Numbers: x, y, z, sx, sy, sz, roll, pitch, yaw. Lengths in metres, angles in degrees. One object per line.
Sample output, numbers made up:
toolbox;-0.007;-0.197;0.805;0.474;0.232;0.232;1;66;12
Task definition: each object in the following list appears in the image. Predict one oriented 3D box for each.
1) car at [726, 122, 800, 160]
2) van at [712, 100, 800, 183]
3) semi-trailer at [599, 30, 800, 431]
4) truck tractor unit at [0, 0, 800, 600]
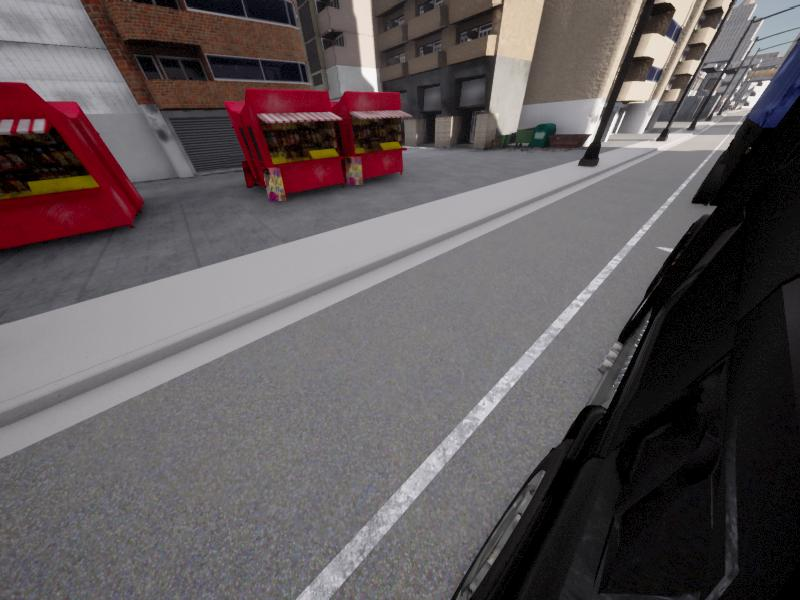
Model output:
car;22.055;-9.673;13.940;4.902;1.511;2.128;-28;44;-30
van;16.396;-6.999;9.962;6.366;2.431;2.351;-28;44;-30
semi-trailer;8.635;-3.647;4.288;14.254;4.402;2.717;-29;44;-30
truck tractor unit;2.645;-0.295;0.351;6.516;4.208;3.053;-28;44;-30
